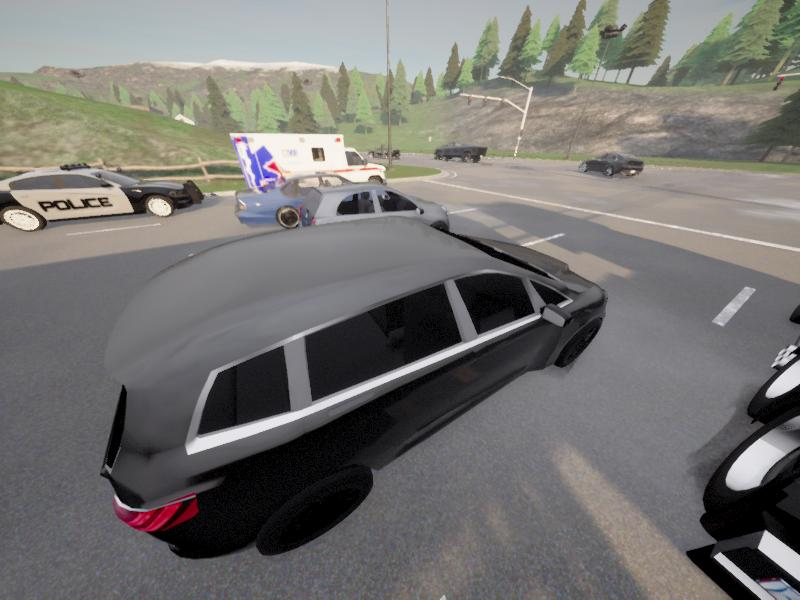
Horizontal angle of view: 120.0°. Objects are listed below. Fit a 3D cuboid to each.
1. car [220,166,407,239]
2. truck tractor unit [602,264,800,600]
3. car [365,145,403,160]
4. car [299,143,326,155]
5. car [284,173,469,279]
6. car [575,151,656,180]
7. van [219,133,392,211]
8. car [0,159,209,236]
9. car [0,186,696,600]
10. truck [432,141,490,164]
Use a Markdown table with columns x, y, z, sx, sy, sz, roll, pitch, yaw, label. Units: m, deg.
| x | y | z | sx | sy | sz | roll | pitch | yaw | label |
| --- | --- | --- | --- | --- | --- | --- | --- | --- | --- |
| -2.598 | -3.557 | 7.875 | 5.357 | 1.411 | 2.033 | -18 | 39 | -24 | car |
| 5.110 | -0.301 | 0.787 | 6.516 | 4.208 | 3.053 | -18 | 39 | -24 | truck tractor unit |
| -2.284 | -20.342 | 31.779 | 5.238 | 1.638 | 1.930 | 26 | 42 | 32 | car |
| -15.699 | -27.252 | 41.652 | 3.988 | 1.617 | 1.851 | 11 | 36 | 15 | car |
| -0.486 | -1.995 | 5.525 | 3.633 | 1.501 | 1.845 | -18 | 39 | -24 | car |
| 16.441 | -10.647 | 18.099 | 1.837 | 1.490 | 4.892 | 2 | 35 | -1 | car |
| -3.733 | -5.919 | 10.356 | 6.366 | 2.431 | 2.351 | -18 | 39 | -24 | van |
| -9.945 | -3.577 | 7.641 | 5.238 | 1.638 | 1.930 | -18 | 39 | -24 | car |
| 0.243 | 0.014 | 2.520 | 4.611 | 1.667 | 2.242 | -18 | 39 | -24 | car |
| 7.192 | -18.030 | 28.114 | 2.390 | 2.098 | 6.274 | -27 | 43 | -34 | truck |
